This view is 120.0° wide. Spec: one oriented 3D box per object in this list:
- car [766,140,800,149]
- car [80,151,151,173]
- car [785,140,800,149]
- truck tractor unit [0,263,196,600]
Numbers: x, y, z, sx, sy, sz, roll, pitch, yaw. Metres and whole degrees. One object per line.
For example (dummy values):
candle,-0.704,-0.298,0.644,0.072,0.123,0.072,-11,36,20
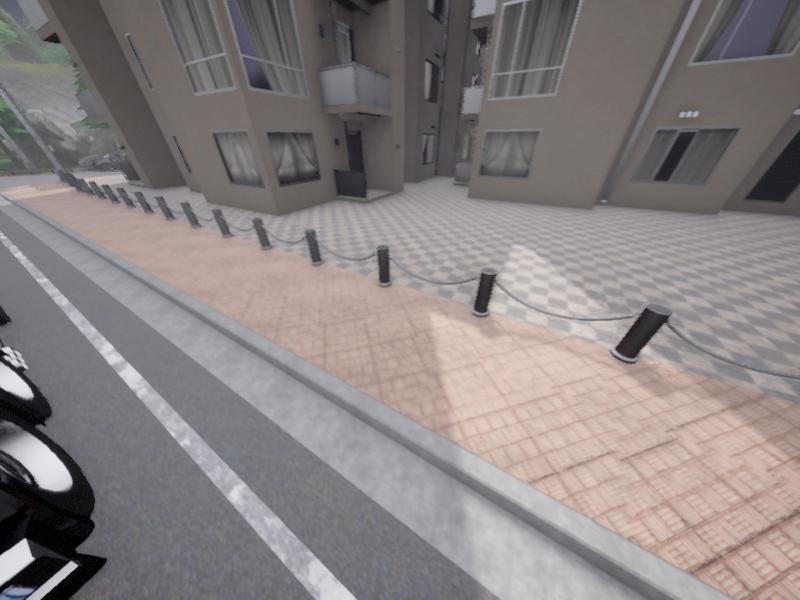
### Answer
car,82.417,-33.482,49.748,2.007,1.523,4.514,17,38,23
car,-26.611,-13.066,21.777,1.845,1.501,3.633,17,38,24
car,85.189,-32.665,48.527,2.152,1.636,5.027,17,38,23
truck tractor unit,-5.113,-0.296,0.796,6.516,4.208,3.053,18,39,24
